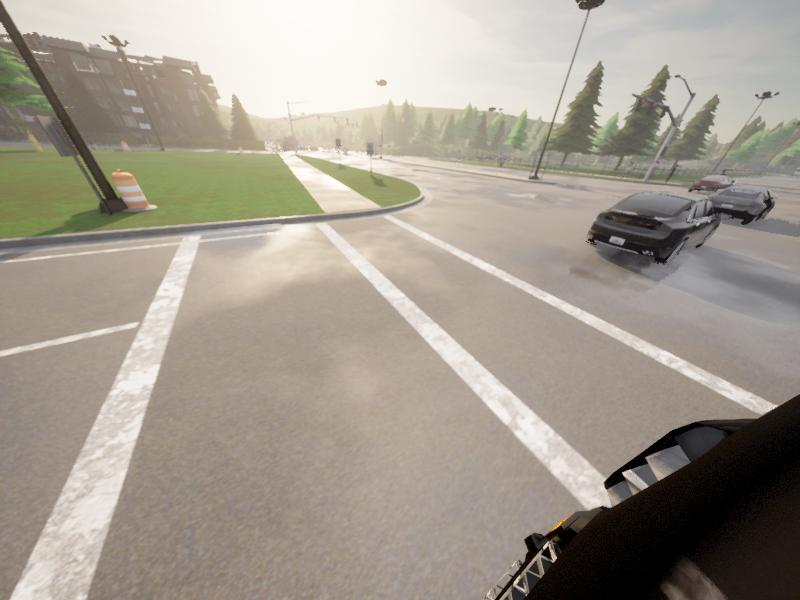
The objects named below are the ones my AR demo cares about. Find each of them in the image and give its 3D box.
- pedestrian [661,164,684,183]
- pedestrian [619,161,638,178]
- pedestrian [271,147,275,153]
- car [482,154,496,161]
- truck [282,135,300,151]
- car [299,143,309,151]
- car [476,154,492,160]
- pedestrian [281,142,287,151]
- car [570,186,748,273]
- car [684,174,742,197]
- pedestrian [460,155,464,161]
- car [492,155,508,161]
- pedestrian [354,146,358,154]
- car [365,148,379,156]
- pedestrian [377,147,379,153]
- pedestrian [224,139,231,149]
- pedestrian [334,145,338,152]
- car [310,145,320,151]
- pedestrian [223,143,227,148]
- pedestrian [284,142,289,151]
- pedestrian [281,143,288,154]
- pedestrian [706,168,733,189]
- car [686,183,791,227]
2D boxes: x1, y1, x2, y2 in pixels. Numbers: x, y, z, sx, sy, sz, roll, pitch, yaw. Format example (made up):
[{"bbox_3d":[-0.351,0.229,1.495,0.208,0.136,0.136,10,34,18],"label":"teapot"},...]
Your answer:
[{"bbox_3d":[31.386,-14.608,26.650,0.751,1.860,0.751,-13,37,-23],"label":"pedestrian"},{"bbox_3d":[29.522,-16.830,29.862,0.751,1.860,0.751,-13,37,-23],"label":"pedestrian"},{"bbox_3d":[-26.701,-31.548,48.548,0.500,1.100,0.500,-11,36,-20],"label":"pedestrian"},{"bbox_3d":[29.433,-47.410,76.775,3.988,1.617,1.851,-16,38,-26],"label":"car"},{"bbox_3d":[-33.570,-48.353,71.004,2.891,3.827,8.468,-16,38,-26],"label":"truck"},{"bbox_3d":[-30.420,-48.232,72.851,1.905,1.878,3.866,-16,38,-26],"label":"car"},{"bbox_3d":[28.993,-49.430,79.971,5.027,1.651,2.152,-16,38,-26],"label":"car"},{"bbox_3d":[-30.171,-40.012,60.088,0.751,1.860,0.751,-19,39,-29],"label":"pedestrian"},{"bbox_3d":[7.576,-2.307,6.746,4.892,1.490,1.837,-16,38,-26],"label":"car"},{"bbox_3d":[27.248,-10.050,20.112,4.674,1.442,1.812,-16,38,-26],"label":"car"},{"bbox_3d":[14.749,-33.583,54.718,0.500,1.100,0.500,-13,37,-23],"label":"pedestrian"},{"bbox_3d":[32.476,-46.081,74.905,4.856,1.649,2.033,-16,38,-26],"label":"car"},{"bbox_3d":[-13.335,-45.862,70.615,0.751,1.860,0.751,-22,41,-33],"label":"pedestrian"},{"bbox_3d":[-8.024,-42.411,66.064,1.930,1.638,5.238,-15,38,-26],"label":"car"},{"bbox_3d":[-7.452,-50.704,78.126,0.751,1.860,0.751,-8,35,-17],"label":"pedestrian"},{"bbox_3d":[-41.085,-37.142,54.881,0.751,1.860,0.751,-14,37,-24],"label":"pedestrian"},{"bbox_3d":[-18.528,-43.980,67.067,0.751,1.860,0.751,-21,40,-32],"label":"pedestrian"},{"bbox_3d":[-27.624,-49.151,74.803,1.837,1.490,4.892,-16,38,-26],"label":"car"},{"bbox_3d":[-41.961,-37.015,55.309,0.500,1.100,0.500,-16,38,-26],"label":"pedestrian"},{"bbox_3d":[-29.631,-40.215,60.435,0.751,1.860,0.751,-18,39,-29],"label":"pedestrian"},{"bbox_3d":[-23.861,-31.333,47.760,0.751,1.860,0.751,-13,37,-23],"label":"pedestrian"},{"bbox_3d":[33.510,-12.735,24.266,0.751,1.860,0.751,-13,37,-23],"label":"pedestrian"},{"bbox_3d":[16.628,-4.802,11.371,4.181,1.385,1.994,-16,38,-26],"label":"car"}]
